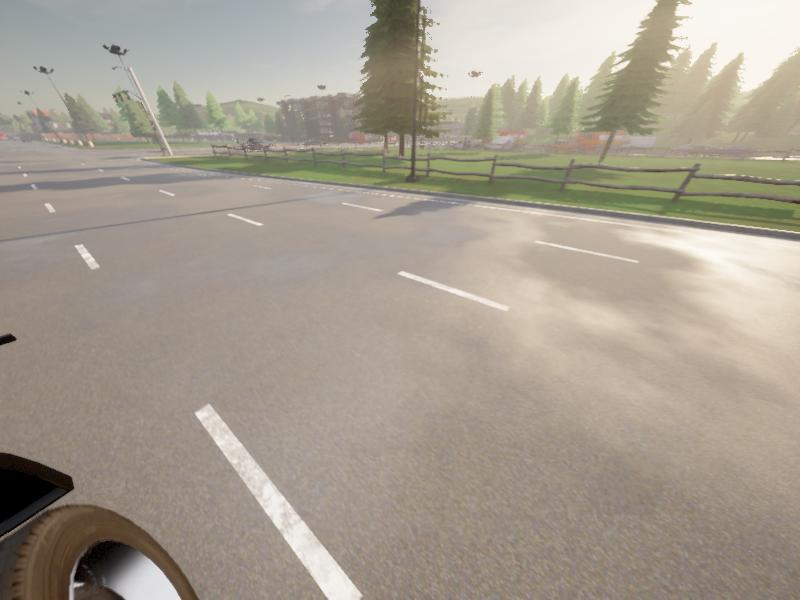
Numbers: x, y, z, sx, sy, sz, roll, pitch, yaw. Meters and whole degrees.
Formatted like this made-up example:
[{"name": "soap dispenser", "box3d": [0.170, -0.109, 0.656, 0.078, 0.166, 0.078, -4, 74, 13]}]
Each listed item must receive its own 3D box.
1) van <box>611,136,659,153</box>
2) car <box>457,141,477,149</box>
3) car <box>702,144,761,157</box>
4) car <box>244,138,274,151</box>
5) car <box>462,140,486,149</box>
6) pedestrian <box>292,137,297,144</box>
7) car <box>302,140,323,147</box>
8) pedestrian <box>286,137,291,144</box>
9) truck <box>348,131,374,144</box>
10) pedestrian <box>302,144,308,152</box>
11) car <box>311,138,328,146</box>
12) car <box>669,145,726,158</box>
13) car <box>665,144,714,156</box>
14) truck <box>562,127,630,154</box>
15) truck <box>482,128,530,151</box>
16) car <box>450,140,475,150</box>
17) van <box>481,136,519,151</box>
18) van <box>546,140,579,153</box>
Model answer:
[{"name": "van", "box3d": [45.005, -29.966, 44.544, 5.915, 2.561, 1.988, 22, 41, 28]}, {"name": "car", "box3d": [15.801, -36.651, 54.547, 3.988, 1.617, 1.851, 22, 41, 28]}, {"name": "car", "box3d": [52.717, -23.889, 36.927, 5.008, 1.535, 1.882, 22, 41, 28]}, {"name": "car", "box3d": [-25.583, -28.313, 42.071, 1.905, 1.878, 3.866, 23, 41, 28]}, {"name": "car", "box3d": [18.151, -38.157, 56.691, 5.027, 1.651, 2.152, 22, 41, 28]}, {"name": "pedestrian", "box3d": [-32.234, -48.512, 70.313, 0.751, 1.860, 0.751, 27, 43, 32]}, {"name": "car", "box3d": [-23.137, -41.515, 61.119, 1.837, 1.490, 4.892, 23, 41, 28]}, {"name": "pedestrian", "box3d": [-33.427, -47.689, 69.136, 0.751, 1.860, 0.751, 25, 42, 31]}, {"name": "truck", "box3d": [-13.700, -57.639, 82.022, 8.468, 3.827, 2.891, -18, 39, -24]}, {"name": "pedestrian", "box3d": [-15.399, -24.704, 37.448, 0.500, 1.100, 0.500, 25, 42, 31]}, {"name": "car", "box3d": [-22.937, -45.294, 66.152, 1.905, 1.878, 3.866, 23, 41, 28]}, {"name": "car", "box3d": [44.432, -22.341, 34.686, 4.892, 1.490, 1.837, 22, 41, 28]}, {"name": "car", "box3d": [48.557, -25.301, 38.891, 4.514, 1.525, 2.007, 16, 38, 21]}, {"name": "truck", "box3d": [35.630, -29.393, 42.561, 8.468, 3.827, 2.891, 22, 41, 28]}, {"name": "truck", "box3d": [22.688, -34.724, 49.971, 8.468, 3.827, 2.891, 22, 41, 28]}, {"name": "car", "box3d": [14.102, -34.885, 52.015, 4.856, 1.649, 2.033, 22, 41, 28]}, {"name": "van", "box3d": [20.685, -32.504, 48.017, 6.366, 2.431, 2.351, 22, 41, 28]}, {"name": "van", "box3d": [30.000, -28.485, 42.808, 4.442, 1.987, 1.775, 22, 41, 28]}]
